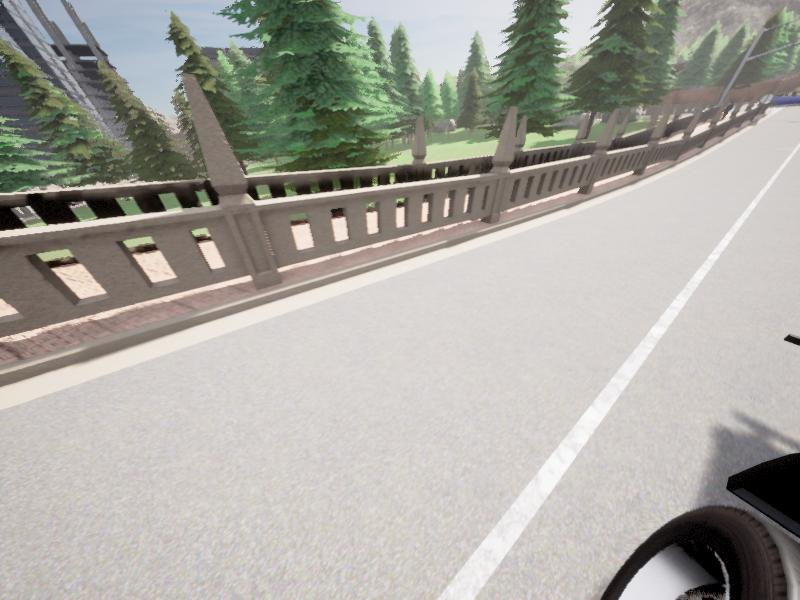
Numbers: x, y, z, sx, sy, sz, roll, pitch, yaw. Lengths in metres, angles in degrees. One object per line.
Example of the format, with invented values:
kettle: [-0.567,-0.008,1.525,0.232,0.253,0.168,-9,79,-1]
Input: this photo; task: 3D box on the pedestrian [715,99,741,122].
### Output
pedestrian: [36.622,-21.120,25.814,0.751,1.860,0.751,-26,42,-22]

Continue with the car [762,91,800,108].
car: [53.570,-27.361,31.387,2.007,1.525,4.514,-32,45,-27]
